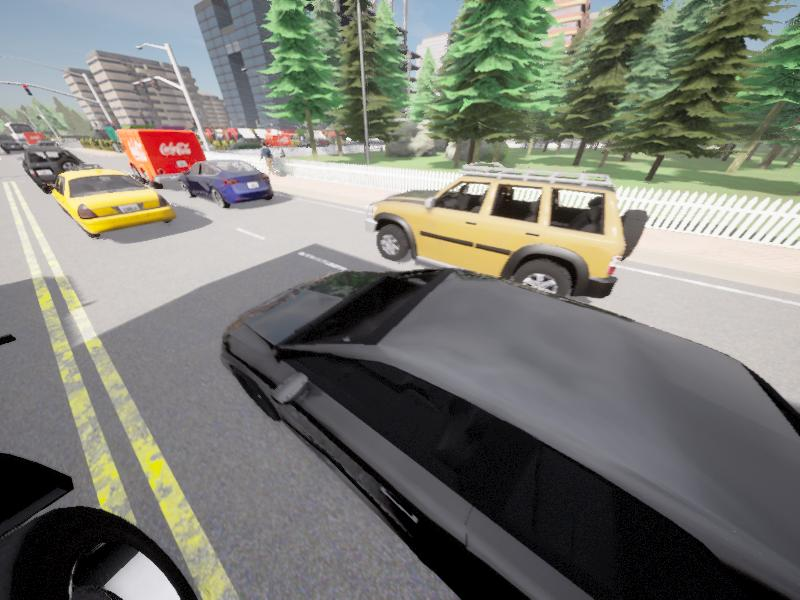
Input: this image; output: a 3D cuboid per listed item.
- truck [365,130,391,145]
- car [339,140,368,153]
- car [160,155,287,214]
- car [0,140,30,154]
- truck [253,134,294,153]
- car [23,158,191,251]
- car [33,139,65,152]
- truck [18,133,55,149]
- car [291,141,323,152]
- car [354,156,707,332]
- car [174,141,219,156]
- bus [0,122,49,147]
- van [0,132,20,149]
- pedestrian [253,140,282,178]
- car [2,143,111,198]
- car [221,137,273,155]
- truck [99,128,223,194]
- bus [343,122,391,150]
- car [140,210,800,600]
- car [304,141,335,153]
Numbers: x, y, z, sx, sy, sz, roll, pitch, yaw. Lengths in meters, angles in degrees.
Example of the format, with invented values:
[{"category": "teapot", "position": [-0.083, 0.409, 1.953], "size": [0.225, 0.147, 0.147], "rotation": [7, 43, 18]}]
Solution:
[{"category": "truck", "position": [-7.529, -55.277, 78.623], "size": [8.468, 3.827, 2.891], "rotation": [21, 40, 26]}, {"category": "car", "position": [-8.187, -27.425, 41.199], "size": [1.930, 1.638, 5.238], "rotation": [21, 40, 26]}, {"category": "car", "position": [-7.272, -4.936, 9.524], "size": [4.792, 1.488, 2.163], "rotation": [22, 41, 28]}, {"category": "car", "position": [-56.444, -22.332, 33.672], "size": [4.514, 1.525, 2.007], "rotation": [22, 41, 28]}, {"category": "truck", "position": [-21.641, -27.049, 39.773], "size": [2.627, 2.467, 5.204], "rotation": [21, 42, 26]}, {"category": "car", "position": [-8.762, -3.123, 6.856], "size": [5.366, 1.575, 1.801], "rotation": [22, 41, 28]}, {"category": "car", "position": [-56.122, -24.734, 36.914], "size": [5.238, 1.638, 1.930], "rotation": [22, 41, 28]}, {"category": "truck", "position": [-69.755, -30.582, 44.333], "size": [5.204, 2.467, 2.627], "rotation": [22, 41, 28]}, {"category": "car", "position": [-16.502, -27.467, 41.269], "size": [2.038, 1.542, 4.974], "rotation": [21, 40, 26]}, {"category": "car", "position": [1.569, -1.528, 4.445], "size": [4.605, 1.855, 1.932], "rotation": [22, 41, 28]}, {"category": "car", "position": [-28.114, -21.088, 32.064], "size": [1.851, 1.617, 3.988], "rotation": [23, 41, 28]}, {"category": "bus", "position": [-85.274, -37.494, 52.408], "size": [10.273, 4.253, 3.944], "rotation": [22, 40, 27]}, {"category": "van", "position": [-76.000, -30.696, 44.337], "size": [5.915, 2.561, 1.988], "rotation": [22, 41, 28]}, {"category": "pedestrian", "position": [-7.855, -8.384, 13.764], "size": [0.751, 1.860, 0.751], "rotation": [21, 40, 27]}, {"category": "car", "position": [-16.591, -6.408, 11.170], "size": [4.605, 1.855, 1.932], "rotation": [22, 41, 28]}, {"category": "car", "position": [-22.260, -22.631, 33.924], "size": [2.150, 2.045, 5.566], "rotation": [21, 40, 26]}, {"category": "truck", "position": [-12.515, -7.459, 12.185], "size": [5.204, 2.467, 2.627], "rotation": [22, 41, 28]}, {"category": "bus", "position": [-6.502, -33.786, 47.932], "size": [3.944, 4.253, 10.273], "rotation": [21, 38, 26]}, {"category": "car", "position": [0.265, 0.569, 1.816], "size": [4.193, 1.474, 1.816], "rotation": [22, 41, 28]}, {"category": "car", "position": [-13.671, -26.262, 39.595], "size": [2.007, 1.525, 4.514], "rotation": [21, 40, 26]}]
